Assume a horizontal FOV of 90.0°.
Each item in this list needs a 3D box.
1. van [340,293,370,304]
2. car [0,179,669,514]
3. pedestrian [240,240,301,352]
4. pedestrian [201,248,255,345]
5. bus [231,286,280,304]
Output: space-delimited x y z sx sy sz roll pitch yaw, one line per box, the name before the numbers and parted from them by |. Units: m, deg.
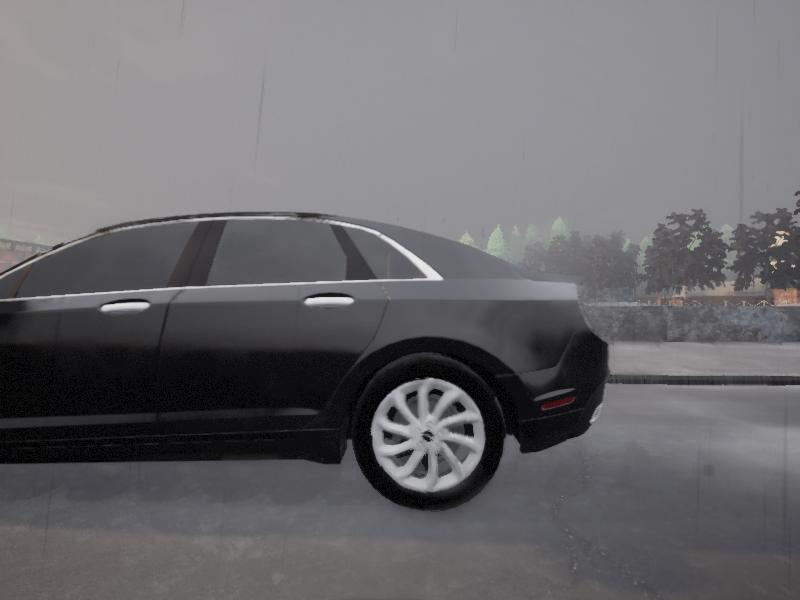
van | -10.071 -0.227 89.530 6.366 2.431 2.351 0 0 2
car | -1.227 0.242 2.779 4.892 1.490 1.837 -1 0 2
pedestrian | -2.281 -0.067 7.123 0.751 1.860 0.751 0 0 12
pedestrian | -3.463 -0.067 8.099 0.751 1.860 0.751 0 0 3
bus | -33.893 -1.139 94.195 10.273 4.253 3.944 0 0 2
